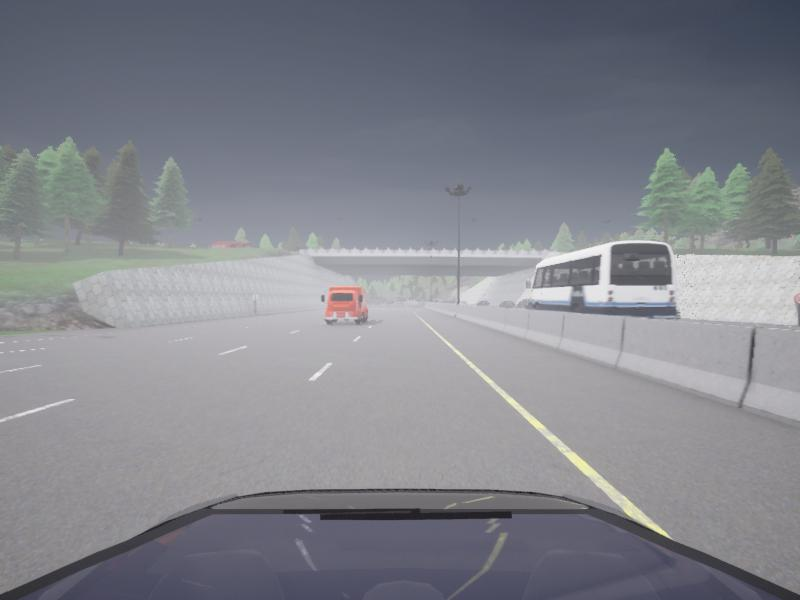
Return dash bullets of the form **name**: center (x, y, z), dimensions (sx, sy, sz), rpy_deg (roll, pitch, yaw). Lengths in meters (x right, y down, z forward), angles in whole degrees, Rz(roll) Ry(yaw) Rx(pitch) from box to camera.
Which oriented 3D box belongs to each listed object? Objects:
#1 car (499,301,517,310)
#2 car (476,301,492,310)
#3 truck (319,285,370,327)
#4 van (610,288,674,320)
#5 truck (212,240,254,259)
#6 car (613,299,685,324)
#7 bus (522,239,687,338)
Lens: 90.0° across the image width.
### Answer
- **car**: center (17.487, 0.846, 65.069), dimensions (1.816, 1.474, 4.193), rpy_deg (0, 0, 0)
- **car**: center (13.986, 0.846, 67.145), dimensions (1.816, 1.474, 4.193), rpy_deg (0, 0, 0)
- **truck**: center (-3.505, 0.358, 26.346), dimensions (2.627, 2.467, 5.204), rpy_deg (0, 0, 0)
- **van**: center (20.998, 0.319, 35.091), dimensions (1.988, 2.561, 5.915), rpy_deg (0, 0, 0)
- **truck**: center (-37.617, -11.335, 90.263), dimensions (8.468, 3.827, 2.891), rpy_deg (0, 0, 0)
- **car**: center (17.494, 0.754, 28.414), dimensions (2.242, 1.667, 4.611), rpy_deg (0, 0, 0)
- **bus**: center (10.376, -0.533, 22.380), dimensions (3.944, 4.253, 10.273), rpy_deg (0, 1, 0)
